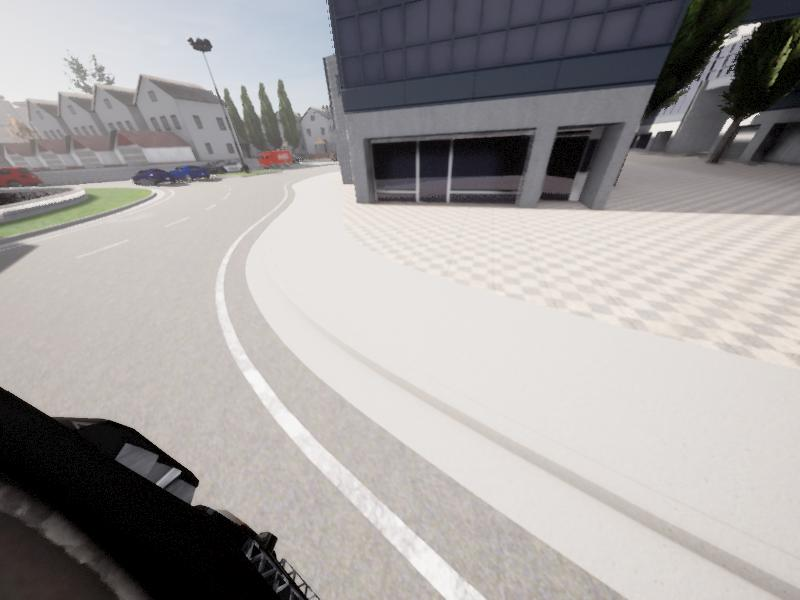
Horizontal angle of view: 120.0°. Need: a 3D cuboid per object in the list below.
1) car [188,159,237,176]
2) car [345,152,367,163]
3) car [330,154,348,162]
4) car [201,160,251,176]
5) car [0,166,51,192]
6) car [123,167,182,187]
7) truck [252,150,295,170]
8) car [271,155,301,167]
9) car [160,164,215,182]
[{"bbox_3d":[-27.265,-19.433,33.805,2.033,1.649,4.856,17,39,27],"label":"car"},{"bbox_3d":[-8.652,-28.324,45.835,2.242,1.667,4.611,8,35,16],"label":"car"},{"bbox_3d":[-14.124,-33.005,53.642,1.895,1.301,4.718,8,35,16],"label":"car"},{"bbox_3d":[-24.199,-18.582,32.392,2.038,1.542,4.974,17,38,27],"label":"car"},{"bbox_3d":[-41.857,-12.474,23.993,5.566,2.045,2.150,-18,36,-21],"label":"car"},{"bbox_3d":[-24.294,-12.094,22.683,4.674,1.442,1.812,10,35,19],"label":"car"},{"bbox_3d":[-20.579,-22.986,37.900,2.627,2.467,5.204,11,37,20],"label":"truck"},{"bbox_3d":[-21.576,-26.525,44.091,1.930,1.638,5.238,9,35,17],"label":"car"},{"bbox_3d":[-23.266,-13.940,25.310,5.008,1.535,1.882,11,36,19],"label":"car"}]
